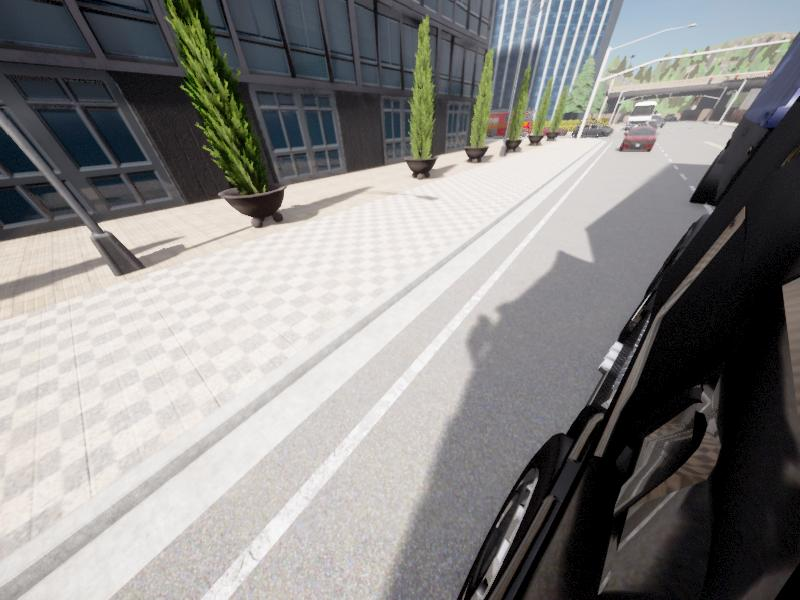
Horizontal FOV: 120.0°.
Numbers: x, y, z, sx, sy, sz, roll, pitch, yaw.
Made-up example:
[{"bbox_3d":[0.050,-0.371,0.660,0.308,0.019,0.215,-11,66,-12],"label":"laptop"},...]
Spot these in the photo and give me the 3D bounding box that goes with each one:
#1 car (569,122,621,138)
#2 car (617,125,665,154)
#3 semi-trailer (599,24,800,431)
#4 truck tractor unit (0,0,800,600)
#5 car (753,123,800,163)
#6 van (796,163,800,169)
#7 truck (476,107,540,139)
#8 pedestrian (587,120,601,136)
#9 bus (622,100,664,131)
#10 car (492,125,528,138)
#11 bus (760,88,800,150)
[{"bbox_3d":[26.521,-23.237,31.619,2.242,1.667,4.611,-23,41,-26],"label":"car"},{"bbox_3d":[18.353,-12.377,17.739,1.882,1.535,5.008,24,44,31],"label":"car"},{"bbox_3d":[8.610,-3.665,4.311,14.254,4.402,2.717,-29,44,-31],"label":"semi-trailer"},{"bbox_3d":[2.645,-0.295,0.351,6.516,4.208,3.053,-28,44,-30],"label":"truck tractor unit"},{"bbox_3d":[21.891,-8.438,12.285,2.128,1.511,4.902,24,44,31],"label":"car"},{"bbox_3d":[17.142,-5.097,7.355,2.351,2.431,6.366,24,44,31],"label":"van"},{"bbox_3d":[17.415,-28.954,38.017,8.468,3.827,2.891,24,44,31],"label":"truck"},{"bbox_3d":[28.497,-25.228,33.953,0.751,1.860,0.751,5,38,11],"label":"pedestrian"},{"bbox_3d":[47.627,-36.340,45.645,3.944,4.253,10.273,24,44,31],"label":"bus"},{"bbox_3d":[19.367,-29.910,40.992,5.238,1.638,1.930,24,44,31],"label":"car"},{"bbox_3d":[29.342,-12.155,14.496,3.944,4.253,10.273,24,44,31],"label":"bus"}]
